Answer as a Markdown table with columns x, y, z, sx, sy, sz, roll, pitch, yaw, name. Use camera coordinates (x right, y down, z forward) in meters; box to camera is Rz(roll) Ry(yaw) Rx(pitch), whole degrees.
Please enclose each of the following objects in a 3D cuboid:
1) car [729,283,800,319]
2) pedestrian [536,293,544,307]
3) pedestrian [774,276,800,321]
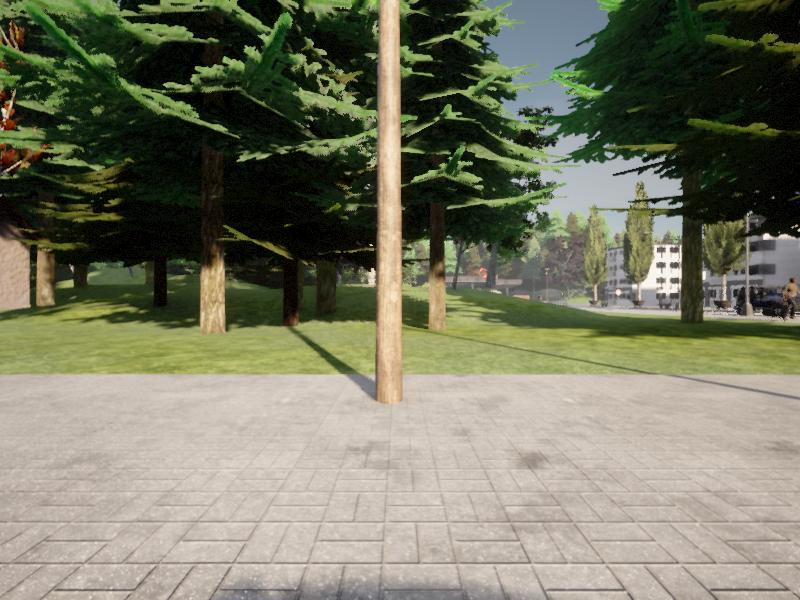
| x | y | z | sx | sy | sz | roll | pitch | yaw | name |
| --- | --- | --- | --- | --- | --- | --- | --- | --- | --- |
| 21.594 | 0.058 | 23.184 | 1.905 | 1.878 | 3.866 | 0 | 0 | 0 | car |
| 18.988 | -0.057 | 54.217 | 0.751 | 1.860 | 0.751 | 0 | 0 | -36 | pedestrian |
| 16.266 | -0.057 | 16.628 | 0.751 | 1.860 | 0.751 | 0 | 0 | -2 | pedestrian |
